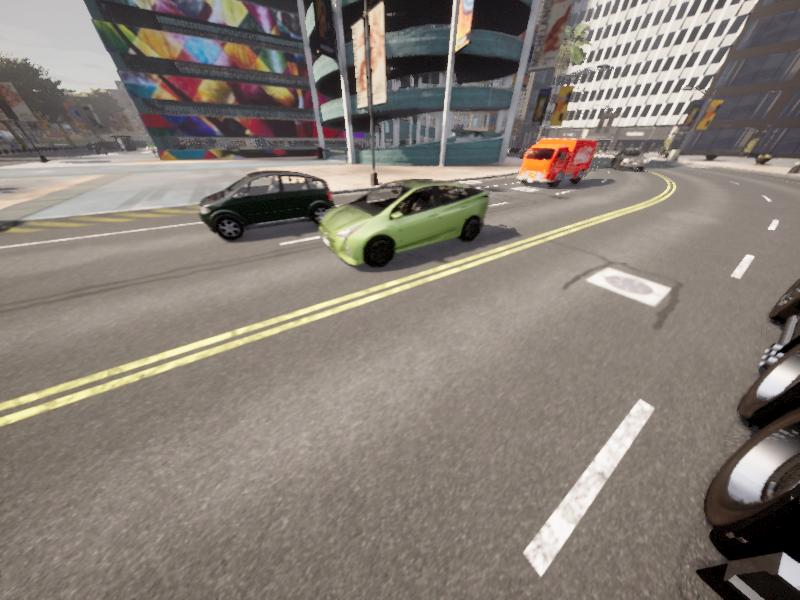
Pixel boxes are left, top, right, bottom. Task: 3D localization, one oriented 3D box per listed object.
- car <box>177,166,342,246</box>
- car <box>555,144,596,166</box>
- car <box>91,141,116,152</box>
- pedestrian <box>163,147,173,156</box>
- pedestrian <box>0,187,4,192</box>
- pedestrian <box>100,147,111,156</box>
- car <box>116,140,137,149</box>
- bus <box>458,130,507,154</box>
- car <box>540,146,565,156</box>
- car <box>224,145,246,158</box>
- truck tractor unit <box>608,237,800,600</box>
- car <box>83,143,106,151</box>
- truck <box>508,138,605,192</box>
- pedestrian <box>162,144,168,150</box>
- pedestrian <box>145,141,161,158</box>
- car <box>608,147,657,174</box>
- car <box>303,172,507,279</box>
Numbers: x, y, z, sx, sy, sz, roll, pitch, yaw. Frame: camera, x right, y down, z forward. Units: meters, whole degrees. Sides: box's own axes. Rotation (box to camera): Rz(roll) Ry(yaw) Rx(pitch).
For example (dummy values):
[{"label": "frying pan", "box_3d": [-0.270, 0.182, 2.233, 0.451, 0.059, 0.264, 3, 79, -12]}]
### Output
[{"label": "car", "box_3d": [-3.973, -3.060, 7.096, 3.705, 1.549, 1.789, -20, 39, -27]}, {"label": "car", "box_3d": [21.865, -18.403, 29.156, 2.150, 2.045, 5.566, 9, 36, 12]}, {"label": "car", "box_3d": [-66.255, -34.415, 51.681, 1.932, 1.855, 4.605, -20, 39, -27]}, {"label": "pedestrian", "box_3d": [-35.480, -22.691, 35.349, 0.500, 1.100, 0.500, 21, 40, 28]}, {"label": "pedestrian", "box_3d": [-19.482, -5.593, 10.709, 0.500, 1.100, 0.500, -16, 38, -22]}, {"label": "pedestrian", "box_3d": [-43.772, -22.027, 34.306, 0.500, 1.100, 0.500, -17, 38, -24]}, {"label": "car", "box_3d": [-76.617, -43.631, 64.801, 2.150, 2.045, 5.566, -20, 39, -27]}, {"label": "bus", "box_3d": [19.242, -37.723, 55.206, 3.944, 4.253, 10.273, -20, 39, -27]}, {"label": "car", "box_3d": [31.504, -30.966, 47.858, 1.851, 1.617, 3.988, -9, 36, -14]}, {"label": "car", "box_3d": [-24.862, -22.344, 34.687, 2.128, 1.511, 4.902, -20, 40, -27]}, {"label": "truck tractor unit", "box_3d": [5.068, -0.337, 0.864, 6.516, 4.208, 3.053, -20, 39, -27]}, {"label": "car", "box_3d": [-73.475, -36.975, 55.652, 1.837, 1.490, 4.892, -20, 39, -27]}, {"label": "truck", "box_3d": [9.745, -8.595, 14.447, 5.204, 2.467, 2.627, -24, 42, -30]}, {"label": "pedestrian", "box_3d": [-55.982, -36.450, 55.103, 0.500, 1.100, 0.500, -20, 39, -26]}, {"label": "pedestrian", "box_3d": [-34.433, -20.967, 32.190, 0.751, 1.860, 0.751, 29, 44, 35]}, {"label": "car", "box_3d": [22.106, -13.518, 22.225, 1.932, 1.855, 4.605, 17, 38, 22]}, {"label": "car", "box_3d": [0.266, -2.212, 5.932, 4.514, 1.525, 2.007, -20, 40, -27]}]
